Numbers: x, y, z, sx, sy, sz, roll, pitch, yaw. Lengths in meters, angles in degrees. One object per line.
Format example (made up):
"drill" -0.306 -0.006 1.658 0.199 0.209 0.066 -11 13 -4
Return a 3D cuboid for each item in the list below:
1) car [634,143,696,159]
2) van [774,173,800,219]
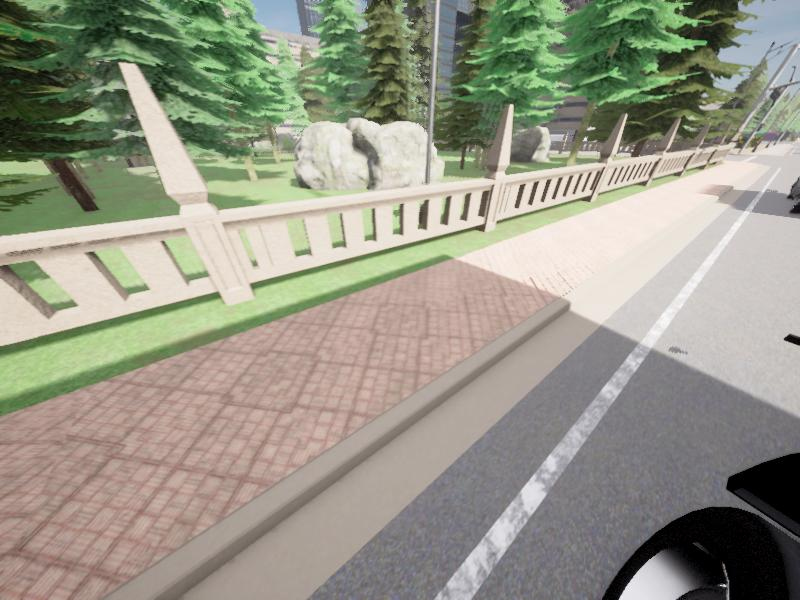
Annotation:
"car" 32.483 -18.448 28.496 2.007 1.525 4.514 -22 41 -28
"van" 16.139 -4.422 7.948 6.366 2.431 2.351 -22 41 -28
